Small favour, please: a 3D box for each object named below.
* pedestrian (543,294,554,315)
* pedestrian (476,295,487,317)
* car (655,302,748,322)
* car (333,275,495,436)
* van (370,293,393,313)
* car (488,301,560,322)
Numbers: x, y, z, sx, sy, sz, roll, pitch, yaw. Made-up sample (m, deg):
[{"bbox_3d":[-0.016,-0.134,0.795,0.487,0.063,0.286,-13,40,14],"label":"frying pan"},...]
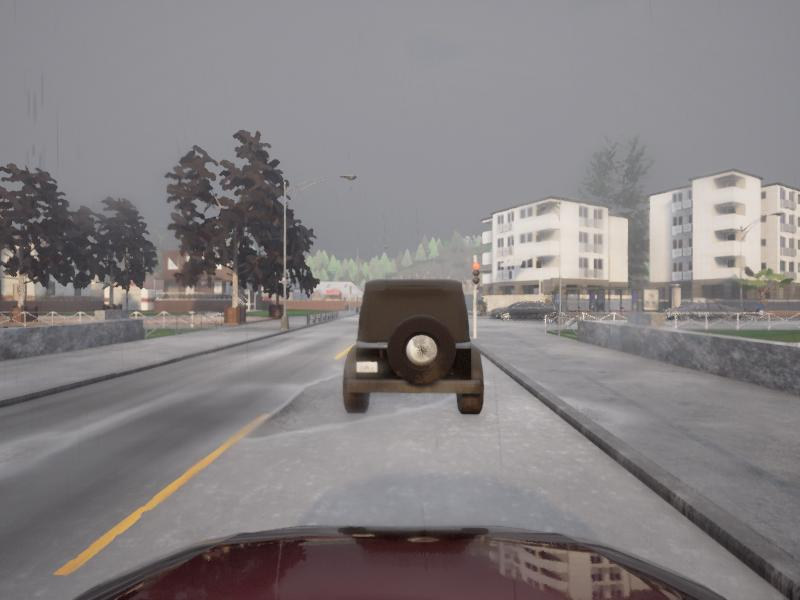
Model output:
[{"bbox_3d":[13.394,0.417,36.173,0.751,1.860,0.751,0,0,2],"label":"pedestrian"},{"bbox_3d":[7.133,0.524,35.093,0.751,1.860,0.751,0,0,-12],"label":"pedestrian"},{"bbox_3d":[22.373,0.894,29.858,5.357,1.411,2.033,0,0,2],"label":"car"},{"bbox_3d":[0.220,0.646,6.640,1.905,1.878,3.866,0,0,2],"label":"car"},{"bbox_3d":[-2.300,0.378,51.361,2.351,2.431,6.366,0,0,2],"label":"van"},{"bbox_3d":[9.330,0.845,30.274,4.892,1.490,1.837,0,0,2],"label":"car"}]
